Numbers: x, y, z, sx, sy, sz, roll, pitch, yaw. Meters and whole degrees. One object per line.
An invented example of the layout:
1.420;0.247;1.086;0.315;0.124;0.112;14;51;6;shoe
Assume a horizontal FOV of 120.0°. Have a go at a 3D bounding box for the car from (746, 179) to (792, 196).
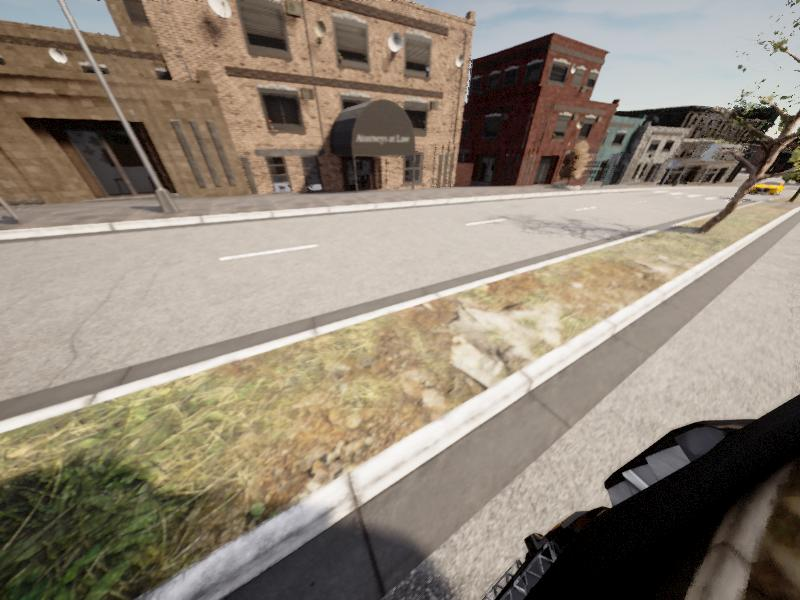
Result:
44.309;-13.487;27.710;5.008;1.535;1.882;-13;36;-25;car
